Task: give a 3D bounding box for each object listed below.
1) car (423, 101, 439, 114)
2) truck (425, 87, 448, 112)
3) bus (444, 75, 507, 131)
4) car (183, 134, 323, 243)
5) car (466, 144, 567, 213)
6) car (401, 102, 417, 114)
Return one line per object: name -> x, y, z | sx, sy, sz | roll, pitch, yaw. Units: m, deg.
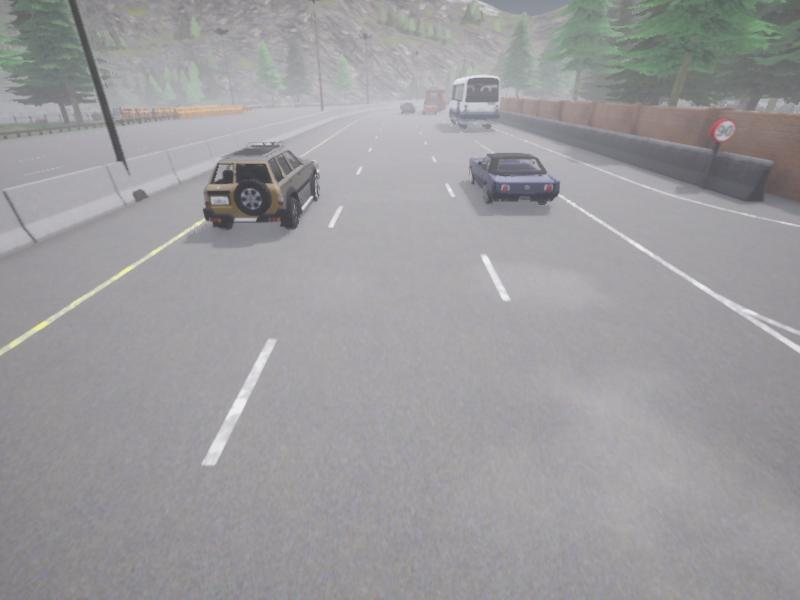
car -> 4.871, -30.391, 63.181 | 2.097, 1.767, 4.553 | 4, 28, 7
truck -> 6.514, -35.665, 71.117 | 2.891, 3.827, 8.468 | 5, 28, 10
bus -> 6.841, -19.015, 38.552 | 3.944, 4.253, 10.273 | 0, 27, 0
car -> -3.508, -3.205, 10.733 | 1.932, 1.855, 4.605 | 0, 28, 0
car -> 3.484, -4.097, 13.022 | 1.895, 1.301, 4.718 | 0, 27, 0
car -> 1.515, -30.894, 64.332 | 2.033, 1.649, 4.856 | 4, 28, 7
